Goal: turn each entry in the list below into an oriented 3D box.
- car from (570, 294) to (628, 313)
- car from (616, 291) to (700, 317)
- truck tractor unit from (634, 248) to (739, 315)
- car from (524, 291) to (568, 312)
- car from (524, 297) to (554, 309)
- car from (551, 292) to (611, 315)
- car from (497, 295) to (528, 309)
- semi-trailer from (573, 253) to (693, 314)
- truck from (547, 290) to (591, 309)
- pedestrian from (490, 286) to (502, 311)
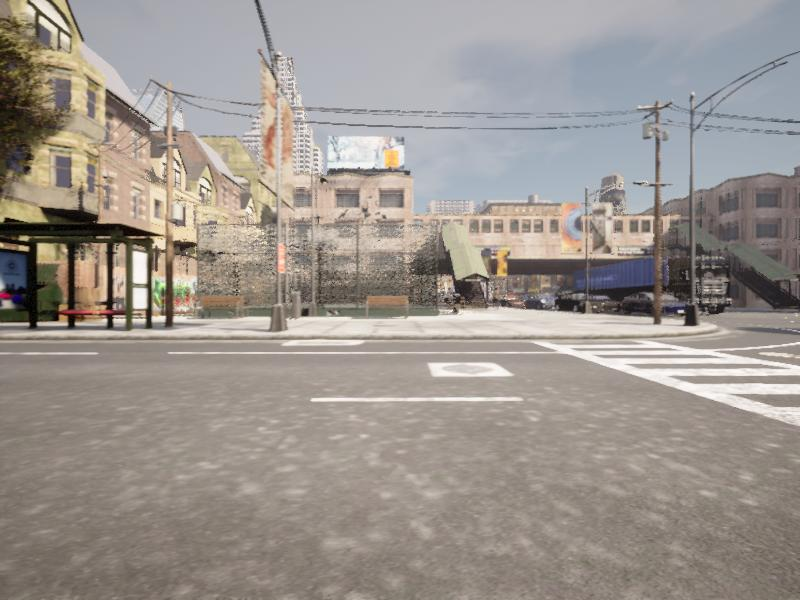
[{"bbox_3d":[15.962,0.292,32.435,2.033,1.411,5.357,0,0,0],"label":"car"},{"bbox_3d":[15.972,0.249,25.137,2.163,1.488,4.792,0,0,0],"label":"car"},{"bbox_3d":[19.952,-1.118,28.469,3.053,4.208,6.516,0,0,4],"label":"truck tractor unit"},{"bbox_3d":[12.920,0.096,35.738,2.185,1.767,4.553,0,0,0],"label":"car"},{"bbox_3d":[15.957,0.341,46.229,1.895,1.301,4.718,0,0,0],"label":"car"},{"bbox_3d":[13.067,0.221,29.313,2.097,1.535,5.008,0,0,0],"label":"car"},{"bbox_3d":[12.943,0.222,46.513,2.231,1.521,4.892,0,0,0],"label":"car"},{"bbox_3d":[20.119,-1.222,36.378,2.717,4.402,14.254,0,0,0],"label":"semi-trailer"},{"bbox_3d":[19.472,-0.033,46.495,2.390,2.098,6.274,0,0,0],"label":"truck"},{"bbox_3d":[7.365,-0.116,30.688,0.751,1.860,0.751,0,0,4],"label":"pedestrian"}]
